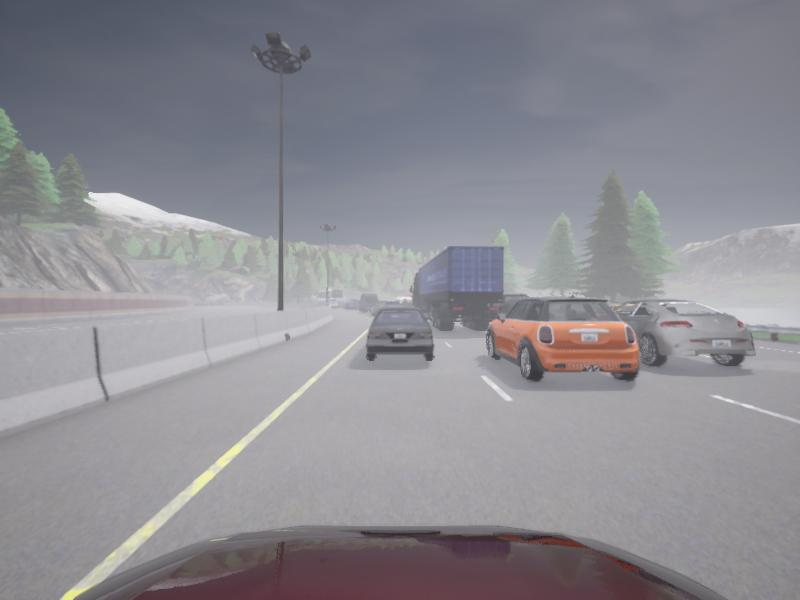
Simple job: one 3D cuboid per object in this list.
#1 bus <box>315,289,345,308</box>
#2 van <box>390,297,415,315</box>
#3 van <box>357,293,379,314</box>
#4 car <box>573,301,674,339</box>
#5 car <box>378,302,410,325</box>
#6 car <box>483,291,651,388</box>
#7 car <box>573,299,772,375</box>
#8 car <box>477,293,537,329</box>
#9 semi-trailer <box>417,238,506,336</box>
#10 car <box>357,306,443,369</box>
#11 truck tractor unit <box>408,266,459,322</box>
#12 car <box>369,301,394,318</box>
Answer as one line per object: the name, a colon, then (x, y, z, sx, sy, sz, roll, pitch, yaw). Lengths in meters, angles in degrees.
bus: (-16.530, -0.313, 93.614, 3.944, 4.253, 10.273, 0, 0, -29)
van: (0.238, 0.687, 48.568, 2.069, 2.038, 4.480, 0, 0, -11)
van: (-4.276, 0.447, 52.977, 1.988, 2.561, 5.915, 0, 0, -13)
car: (10.438, 0.848, 19.302, 1.801, 1.575, 5.366, 0, 0, -1)
car: (-0.522, 0.893, 28.767, 2.038, 1.542, 4.974, 0, 0, -4)
car: (3.500, 0.718, 9.514, 2.097, 1.767, 4.553, 0, 0, 0)
car: (7.001, 0.807, 11.203, 2.152, 1.651, 5.027, 0, 0, 0)
car: (6.680, 0.632, 25.747, 2.150, 2.045, 5.566, 0, 0, -3)
semi-trailer: (3.111, -0.560, 25.269, 2.717, 4.402, 14.254, 0, 0, -3)
car: (0.002, 0.924, 12.160, 2.033, 1.411, 5.357, 0, 0, 0)
truck tractor unit: (2.611, -0.444, 33.167, 3.053, 4.208, 6.516, 0, 0, -5)
car: (-1.990, 0.926, 41.256, 2.038, 1.542, 4.974, 0, 0, -9)
